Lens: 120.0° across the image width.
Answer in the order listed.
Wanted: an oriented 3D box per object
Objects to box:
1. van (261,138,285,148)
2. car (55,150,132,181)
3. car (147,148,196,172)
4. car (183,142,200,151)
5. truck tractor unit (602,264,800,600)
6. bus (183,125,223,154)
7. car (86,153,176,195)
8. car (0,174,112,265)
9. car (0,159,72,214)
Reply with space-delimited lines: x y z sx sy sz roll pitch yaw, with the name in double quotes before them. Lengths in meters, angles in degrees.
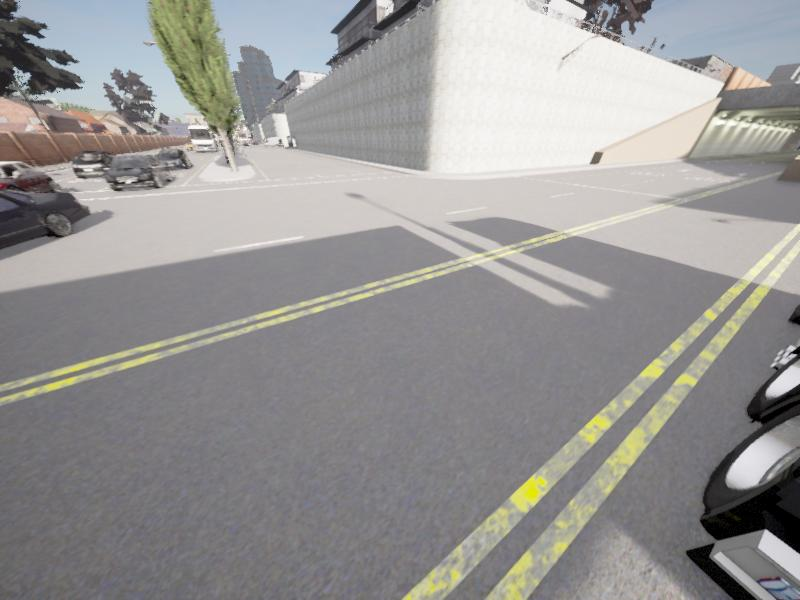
"van" -39.089 -48.384 71.172 5.915 2.561 1.988 8 36 11
"car" -20.751 -9.354 15.899 1.789 1.549 3.705 -18 39 -25
"car" -19.799 -12.350 20.250 2.007 1.525 4.514 -18 39 -25
"car" -46.392 -34.326 51.589 1.882 1.535 5.008 -18 39 -25
"truck tractor unit" 5.114 -0.296 0.792 6.516 4.208 3.053 -18 39 -24
"bus" -38.172 -31.520 45.245 3.944 4.253 10.273 -18 40 -25
"car" -14.454 -7.130 12.822 1.837 1.490 4.892 -18 39 -25
"car" -9.820 -1.492 4.843 2.033 1.411 5.357 -7 36 -11
"car" -15.795 -4.492 9.025 1.970 1.475 3.806 -18 39 -25
